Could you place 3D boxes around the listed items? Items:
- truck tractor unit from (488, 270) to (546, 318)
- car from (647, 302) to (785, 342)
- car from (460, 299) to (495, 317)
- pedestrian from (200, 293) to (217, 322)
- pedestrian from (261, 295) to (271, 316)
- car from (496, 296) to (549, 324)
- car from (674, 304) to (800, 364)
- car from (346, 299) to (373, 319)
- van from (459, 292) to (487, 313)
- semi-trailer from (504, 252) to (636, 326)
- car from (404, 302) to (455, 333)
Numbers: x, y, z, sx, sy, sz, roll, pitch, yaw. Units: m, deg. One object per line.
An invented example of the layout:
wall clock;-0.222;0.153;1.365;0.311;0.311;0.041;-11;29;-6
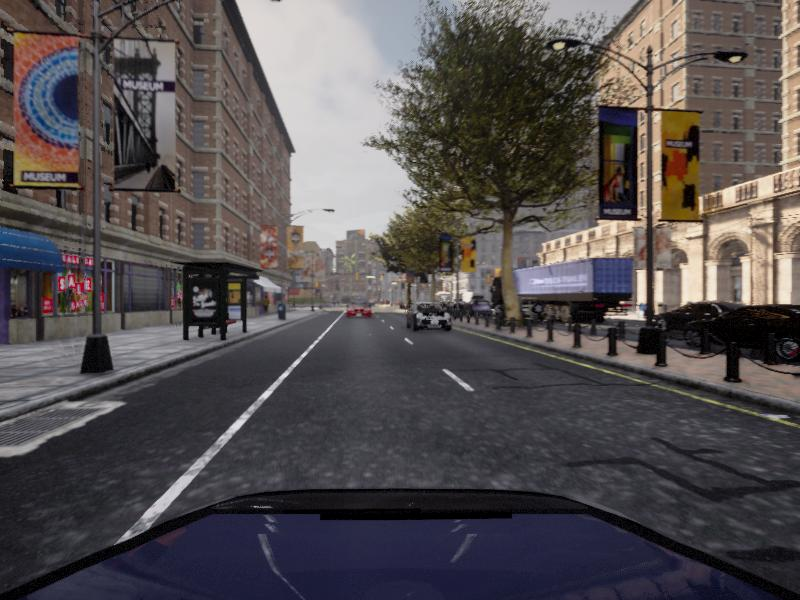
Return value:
truck tractor unit;11.082;-0.557;38.709;3.053;4.208;6.516;0;0;-6
car;13.419;0.816;17.495;1.837;1.490;4.892;0;0;-6
car;7.517;0.743;39.185;2.033;1.649;4.856;0;0;-6
pedestrian;-12.523;0.481;26.175;0.751;1.860;0.751;0;0;-6
pedestrian;-12.151;0.474;36.237;0.751;1.860;0.751;0;0;-12
car;8.662;0.626;28.741;1.932;1.855;4.605;0;1;-6
car;10.578;0.849;11.517;1.812;1.442;4.674;0;0;-6
car;-3.663;0.736;35.630;2.242;1.667;4.611;0;0;-6
van;9.534;0.276;52.933;1.988;2.561;5.915;0;0;-6
semi-trailer;11.954;-0.653;30.840;2.717;4.402;14.254;0;0;-6
car;1.424;0.837;20.921;1.970;1.475;3.806;0;0;-7
